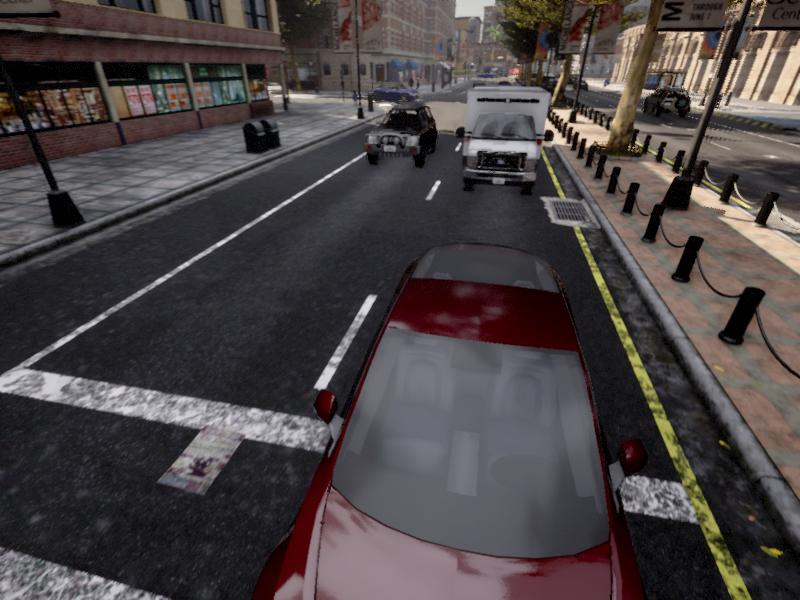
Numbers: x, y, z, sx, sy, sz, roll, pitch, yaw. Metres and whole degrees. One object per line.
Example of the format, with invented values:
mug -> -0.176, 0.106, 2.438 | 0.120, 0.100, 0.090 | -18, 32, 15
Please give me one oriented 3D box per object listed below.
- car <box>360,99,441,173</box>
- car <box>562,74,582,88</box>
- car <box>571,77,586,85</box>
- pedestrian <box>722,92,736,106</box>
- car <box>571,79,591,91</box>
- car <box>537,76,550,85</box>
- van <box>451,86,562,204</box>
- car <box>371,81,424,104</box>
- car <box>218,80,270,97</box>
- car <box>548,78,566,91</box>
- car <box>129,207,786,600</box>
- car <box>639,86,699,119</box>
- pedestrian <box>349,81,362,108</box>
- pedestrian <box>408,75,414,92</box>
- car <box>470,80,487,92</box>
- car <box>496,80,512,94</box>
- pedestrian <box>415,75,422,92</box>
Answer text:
car -> 0.197, -6.193, 14.759 | 1.932, 1.855, 4.605 | 7, 31, 11
car -> 30.135, -38.623, 70.444 | 2.150, 2.045, 5.566 | 7, 31, 11
car -> 36.364, -44.742, 81.713 | 1.895, 1.301, 4.718 | 7, 31, 11
pedestrian -> 28.755, -17.579, 34.986 | 0.500, 1.100, 0.500 | 12, 32, 19
car -> 27.739, -33.015, 61.459 | 1.970, 1.475, 3.806 | 7, 31, 11
car -> 29.986, -46.039, 83.727 | 2.128, 1.511, 4.902 | 7, 31, 11
van -> 3.237, -5.228, 12.596 | 2.351, 2.431, 6.366 | 7, 31, 11
car -> -0.268, -19.836, 38.188 | 4.553, 1.767, 2.097 | 16, 34, 25
car -> -17.755, -24.123, 45.589 | 5.008, 1.535, 1.882 | 6, 31, 10
car -> 24.253, -33.308, 61.812 | 1.837, 1.490, 4.892 | 7, 31, 11
car -> 0.582, 0.747, 3.278 | 2.163, 1.488, 4.792 | 6, 31, 10
car -> 19.264, -14.352, 28.934 | 1.932, 1.855, 4.605 | 7, 31, 11
pedestrian -> -3.469, -16.025, 31.216 | 0.751, 1.860, 0.751 | 7, 31, 11
pedestrian -> 1.445, -27.761, 51.360 | 0.751, 1.860, 0.751 | 1, 30, 2
car -> 11.240, -30.560, 57.158 | 1.895, 1.301, 4.718 | 7, 31, 11
car -> 13.891, -28.515, 53.549 | 1.812, 1.442, 4.674 | 7, 31, 11
pedestrian -> 2.349, -27.702, 51.269 | 0.751, 1.860, 0.751 | 6, 31, 10
